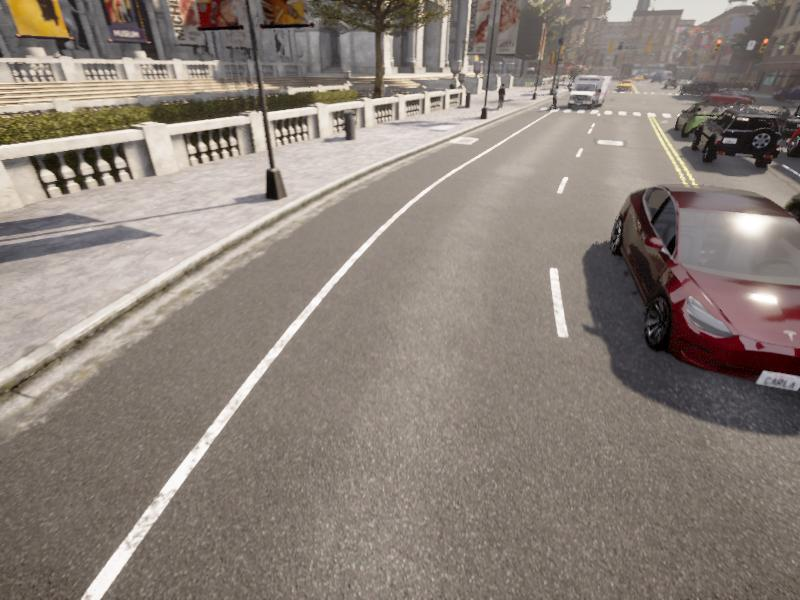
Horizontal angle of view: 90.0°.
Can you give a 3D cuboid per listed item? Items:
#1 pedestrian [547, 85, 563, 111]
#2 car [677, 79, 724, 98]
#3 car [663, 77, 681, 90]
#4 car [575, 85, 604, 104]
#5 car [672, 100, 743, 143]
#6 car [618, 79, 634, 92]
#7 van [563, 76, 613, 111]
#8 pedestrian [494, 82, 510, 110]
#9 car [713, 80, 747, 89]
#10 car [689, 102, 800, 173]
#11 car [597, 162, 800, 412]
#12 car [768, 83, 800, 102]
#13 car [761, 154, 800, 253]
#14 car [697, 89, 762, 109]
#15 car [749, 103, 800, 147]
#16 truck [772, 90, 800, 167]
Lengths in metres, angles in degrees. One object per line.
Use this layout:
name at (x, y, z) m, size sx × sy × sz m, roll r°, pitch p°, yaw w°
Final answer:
pedestrian at (12.467, -16.279, 32.236) m, size 0.751 × 1.860 × 0.751 m, roll 13°, pitch 33°, yaw 21°
car at (39.324, -27.819, 52.542) m, size 1.932 × 1.855 × 4.605 m, roll -7°, pitch 32°, yaw -10°
car at (48.461, -38.657, 71.260) m, size 1.932 × 1.855 × 4.605 m, roll 20°, pitch 35°, yaw 29°
car at (19.698, -21.414, 41.557) m, size 2.128 × 1.511 × 4.902 m, roll 14°, pitch 33°, yaw 22°
car at (16.004, -9.517, 21.110) m, size 2.007 × 1.525 × 4.514 m, roll 14°, pitch 33°, yaw 22°
car at (35.913, -34.103, 63.562) m, size 1.882 × 1.535 × 5.008 m, roll 14°, pitch 33°, yaw 22°
van at (16.612, -18.254, 35.182) m, size 2.351 × 2.431 × 6.366 m, roll 19°, pitch 35°, yaw 28°
pedestrian at (7.840, -15.707, 30.866) m, size 0.751 × 1.860 × 0.751 m, roll 16°, pitch 34°, yaw 24°
car at (63.735, -41.682, 77.309) m, size 4.718 × 1.301 × 1.895 m, roll 15°, pitch 33°, yaw 23°
car at (12.877, -6.391, 15.351) m, size 1.932 × 1.855 × 4.605 m, roll 14°, pitch 33°, yaw 21°
car at (4.528, -0.686, 5.820) m, size 2.163 × 1.488 × 4.792 m, roll 9°, pitch 31°, yaw 14°
car at (45.255, -23.513, 45.362) m, size 4.553 × 1.767 × 2.097 m, roll 17°, pitch 34°, yaw 25°
car at (8.535, -1.153, 6.653) m, size 2.007 × 1.525 × 4.514 m, roll 10°, pitch 32°, yaw 15°
car at (31.508, -19.328, 38.356) m, size 1.994 × 1.385 × 4.181 m, roll -19°, pitch 36°, yaw -30°
car at (19.090, -8.655, 19.667) m, size 1.789 × 1.549 × 3.705 m, roll 14°, pitch 33°, yaw 22°
truck at (16.192, -6.012, 14.181) m, size 2.627 × 2.467 × 5.204 m, roll 14°, pitch 33°, yaw 21°
